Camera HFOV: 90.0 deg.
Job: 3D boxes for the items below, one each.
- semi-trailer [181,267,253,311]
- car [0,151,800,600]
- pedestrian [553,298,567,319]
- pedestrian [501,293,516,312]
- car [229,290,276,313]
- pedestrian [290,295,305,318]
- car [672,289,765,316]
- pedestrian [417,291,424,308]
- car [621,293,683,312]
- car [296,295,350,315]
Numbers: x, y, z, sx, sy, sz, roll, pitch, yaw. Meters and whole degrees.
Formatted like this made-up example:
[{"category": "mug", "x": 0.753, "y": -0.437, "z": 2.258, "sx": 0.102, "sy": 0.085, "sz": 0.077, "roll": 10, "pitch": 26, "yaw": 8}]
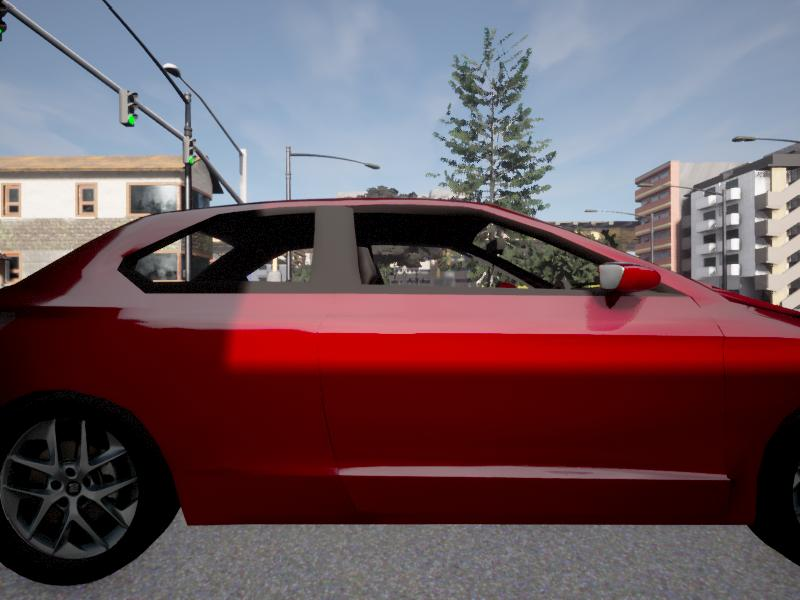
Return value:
[{"category": "semi-trailer", "x": -21.456, "y": -1.043, "z": 46.118, "sx": 14.254, "sy": 4.402, "sz": 2.717, "roll": 0, "pitch": 0, "yaw": 45}, {"category": "car", "x": 0.276, "y": 0.255, "z": 2.204, "sx": 4.193, "sy": 1.474, "sz": 1.816, "roll": 0, "pitch": 0, "yaw": 0}, {"category": "pedestrian", "x": 8.298, "y": 0.435, "z": 20.757, "sx": 0.500, "sy": 1.100, "sz": 0.500, "roll": 0, "pitch": 0, "yaw": -15}, {"category": "pedestrian", "x": 7.589, "y": 0.197, "z": 28.016, "sx": 0.751, "sy": 1.300, "sz": 0.751, "roll": 0, "pitch": 0, "yaw": -42}, {"category": "car", "x": -14.492, "y": 0.126, "z": 39.189, "sx": 5.566, "sy": 2.045, "sz": 2.150, "roll": 1, "pitch": 1, "yaw": 45}, {"category": "pedestrian", "x": -5.049, "y": 0.314, "z": 19.724, "sx": 0.500, "sy": 1.100, "sz": 0.500, "roll": 0, "pitch": 0, "yaw": 24}, {"category": "car", "x": 20.807, "y": 0.147, "z": 26.503, "sx": 2.152, "sy": 1.651, "sz": 5.027, "roll": 0, "pitch": 0, "yaw": 1}, {"category": "pedestrian", "x": 2.319, "y": -0.048, "z": 45.520, "sx": 0.751, "sy": 1.860, "sz": 0.751, "roll": 0, "pitch": 0, "yaw": -4}, {"category": "car", "x": 20.871, "y": 0.221, "z": 33.437, "sx": 2.163, "sy": 1.488, "sz": 4.792, "roll": 0, "pitch": 0, "yaw": 0}, {"category": "car", "x": -5.979, "y": 0.363, "z": 30.707, "sx": 1.812, "sy": 1.442, "sz": 4.674, "roll": 0, "pitch": 0, "yaw": -45}]
